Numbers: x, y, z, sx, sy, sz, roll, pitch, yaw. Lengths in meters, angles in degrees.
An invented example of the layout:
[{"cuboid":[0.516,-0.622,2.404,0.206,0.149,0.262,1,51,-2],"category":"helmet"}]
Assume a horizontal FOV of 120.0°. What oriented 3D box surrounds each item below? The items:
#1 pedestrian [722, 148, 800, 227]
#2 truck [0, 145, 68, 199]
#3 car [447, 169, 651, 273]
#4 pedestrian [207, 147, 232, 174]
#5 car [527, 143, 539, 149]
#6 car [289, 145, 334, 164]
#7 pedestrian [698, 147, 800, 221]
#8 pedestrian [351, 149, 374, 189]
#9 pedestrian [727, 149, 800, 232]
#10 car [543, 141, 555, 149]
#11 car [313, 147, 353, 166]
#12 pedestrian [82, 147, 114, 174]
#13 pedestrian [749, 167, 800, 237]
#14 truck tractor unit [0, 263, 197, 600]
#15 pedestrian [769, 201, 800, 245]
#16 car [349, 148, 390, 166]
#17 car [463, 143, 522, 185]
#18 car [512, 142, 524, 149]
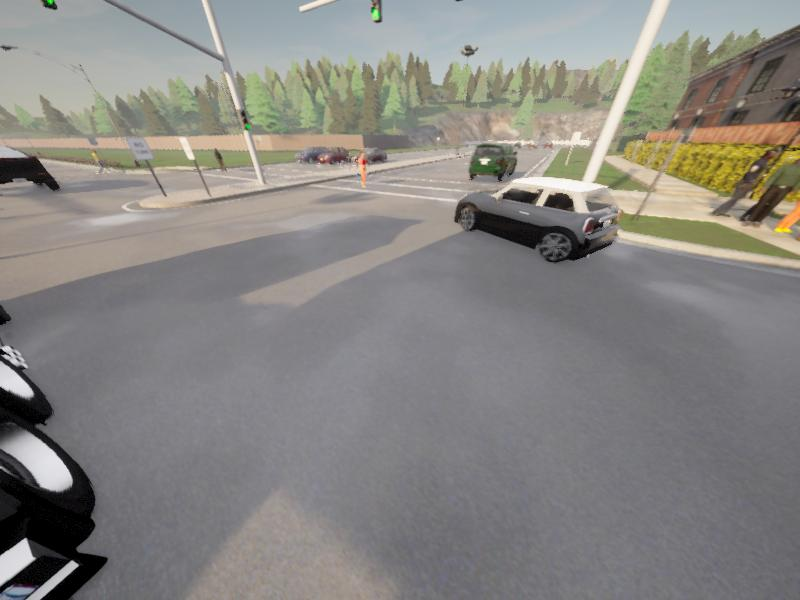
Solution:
[{"cuboid":[10.501,-3.092,6.417,0.751,1.860,0.751,5,35,8],"category":"pedestrian"},{"cuboid":[-21.815,-7.187,12.711,6.274,2.098,2.390,18,39,24],"category":"truck"},{"cuboid":[3.358,-2.375,6.099,1.970,1.475,3.806,-20,39,-26],"category":"car"},{"cuboid":[-14.639,-11.369,18.819,0.751,1.860,0.751,18,39,25],"category":"pedestrian"},{"cuboid":[35.249,-40.780,61.165,1.895,1.301,4.718,19,39,25],"category":"car"},{"cuboid":[-10.430,-17.515,27.716,2.097,1.767,4.553,18,39,25],"category":"car"},{"cuboid":[10.320,-3.443,6.924,0.751,1.860,0.751,-12,37,-17],"category":"pedestrian"},{"cuboid":[-2.019,-7.170,12.665,0.751,1.860,0.751,21,40,28],"category":"pedestrian"},{"cuboid":[10.037,-2.894,6.137,0.751,1.860,0.751,-24,41,-30],"category":"pedestrian"},{"cuboid":[39.523,-41.190,61.292,2.097,1.767,4.553,19,39,25],"category":"car"},{"cuboid":[-7.483,-16.373,26.211,1.851,1.617,3.988,18,39,25],"category":"car"},{"cuboid":[-25.229,-11.667,19.349,0.751,1.860,0.751,18,39,25],"category":"pedestrian"},{"cuboid":[10.248,-2.593,5.702,0.751,1.860,0.751,8,36,12],"category":"pedestrian"},{"cuboid":[-5.110,-0.301,0.788,6.516,4.208,3.053,18,39,24],"category":"truck tractor unit"},{"cuboid":[9.942,-2.211,5.156,0.751,1.860,0.751,11,36,16],"category":"pedestrian"},{"cuboid":[-3.334,-16.413,26.340,2.163,1.488,4.792,18,39,25],"category":"car"},{"cuboid":[6.458,-9.485,15.794,2.150,2.045,5.566,19,39,26],"category":"car"},{"cuboid":[31.362,-41.023,61.378,1.837,1.490,4.892,18,39,25],"category":"car"}]
